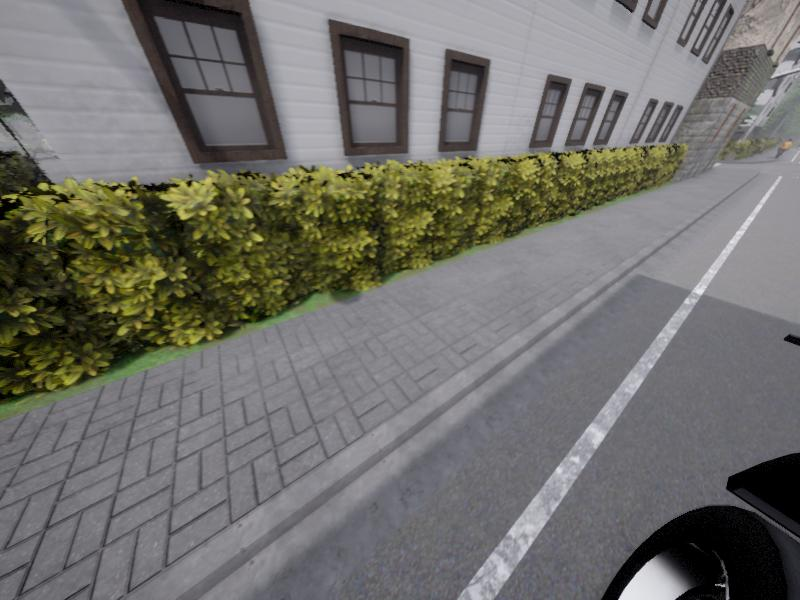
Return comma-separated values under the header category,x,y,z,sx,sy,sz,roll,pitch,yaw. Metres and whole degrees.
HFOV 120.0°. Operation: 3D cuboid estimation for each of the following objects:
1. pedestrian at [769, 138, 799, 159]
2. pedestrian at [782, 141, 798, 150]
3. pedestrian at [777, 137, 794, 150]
category,x,y,z,sx,sy,sz,roll,pitch,yaw
pedestrian,41.486,-16.347,24.959,0.751,1.860,0.751,29,45,35
pedestrian,70.107,-27.784,41.512,0.751,1.300,0.751,-11,36,-14
pedestrian,69.664,-28.285,41.740,0.751,1.860,0.751,-20,40,-26
